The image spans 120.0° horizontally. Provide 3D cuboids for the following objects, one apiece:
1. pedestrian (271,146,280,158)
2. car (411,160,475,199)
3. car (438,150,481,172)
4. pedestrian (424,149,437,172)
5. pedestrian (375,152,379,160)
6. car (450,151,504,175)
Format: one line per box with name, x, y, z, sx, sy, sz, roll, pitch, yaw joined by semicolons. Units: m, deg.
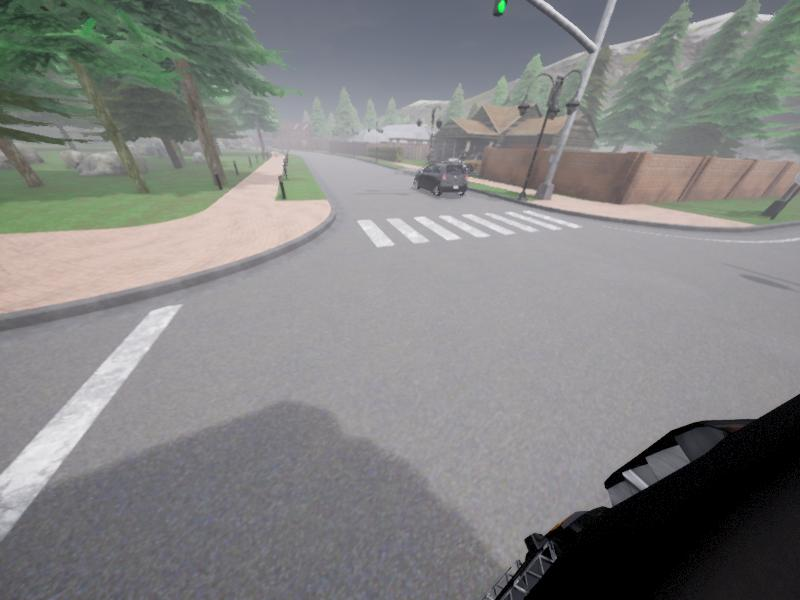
pedestrian;-16.653;-19.816;30.962;0.751;1.300;0.751;-10;36;-19
car;2.205;-6.893;13.045;1.845;1.501;3.633;-10;36;-19
car;6.339;-14.879;24.800;3.866;1.878;1.905;-10;36;-19
pedestrian;2.955;-13.516;22.448;0.751;1.860;0.751;-12;37;-21
pedestrian;-3.605;-22.681;36.424;0.500;1.100;0.500;-15;38;-25
car;7.604;-13.616;22.991;4.605;1.855;1.932;-10;36;-19
